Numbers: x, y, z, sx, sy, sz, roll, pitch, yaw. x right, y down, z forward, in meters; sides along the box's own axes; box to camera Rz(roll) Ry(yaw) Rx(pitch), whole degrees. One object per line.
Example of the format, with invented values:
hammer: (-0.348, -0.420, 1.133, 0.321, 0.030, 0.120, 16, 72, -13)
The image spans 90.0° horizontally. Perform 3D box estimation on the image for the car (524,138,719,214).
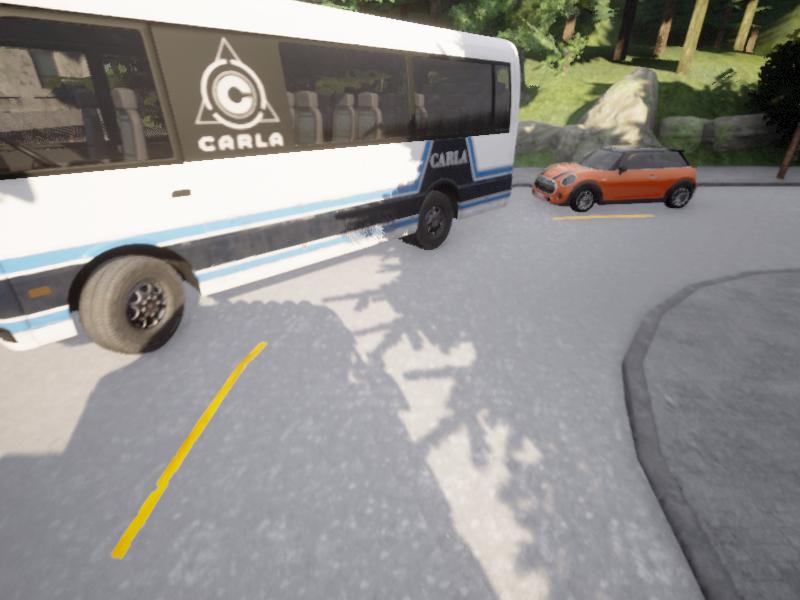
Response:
car: (6.484, -3.843, 12.173, 4.553, 1.767, 2.097, -4, 27, -7)

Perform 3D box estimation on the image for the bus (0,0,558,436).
bus: (-1.727, -2.765, 7.384, 10.273, 4.253, 3.944, -24, 35, -39)
